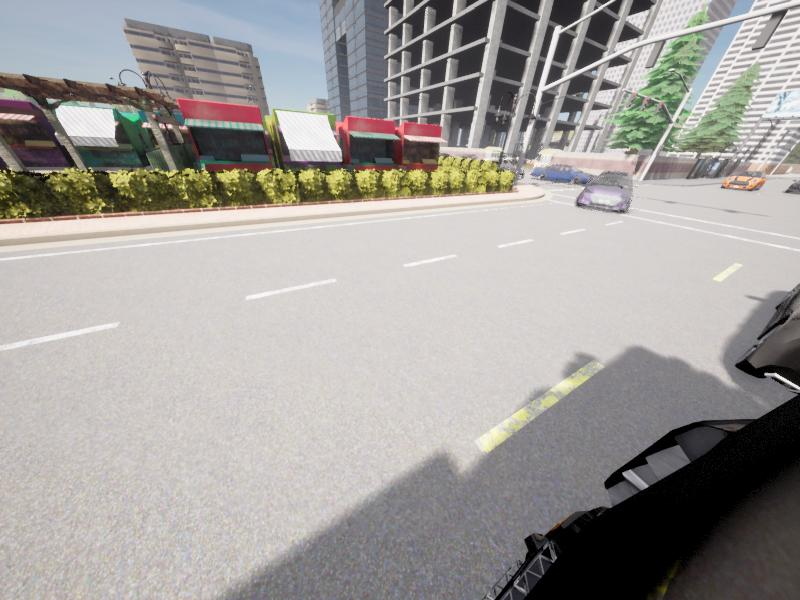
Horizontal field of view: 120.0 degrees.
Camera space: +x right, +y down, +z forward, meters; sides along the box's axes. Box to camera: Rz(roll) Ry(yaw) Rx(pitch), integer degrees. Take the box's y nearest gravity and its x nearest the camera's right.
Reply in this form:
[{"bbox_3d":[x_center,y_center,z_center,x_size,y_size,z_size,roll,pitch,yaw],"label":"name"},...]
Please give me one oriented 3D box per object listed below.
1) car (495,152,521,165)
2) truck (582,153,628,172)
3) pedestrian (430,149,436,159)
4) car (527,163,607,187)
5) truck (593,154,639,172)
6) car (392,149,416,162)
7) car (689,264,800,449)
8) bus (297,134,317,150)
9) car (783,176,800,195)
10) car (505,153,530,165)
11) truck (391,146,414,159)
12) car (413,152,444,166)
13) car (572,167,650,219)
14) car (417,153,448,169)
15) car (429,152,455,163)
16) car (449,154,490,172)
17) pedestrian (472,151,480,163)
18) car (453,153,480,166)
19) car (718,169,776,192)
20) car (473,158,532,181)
[{"bbox_3d":[21.126,-27.829,45.452,1.905,1.878,3.866,-15,38,-25],"label":"car"},{"bbox_3d":[37.047,-25.036,42.006,2.615,2.467,5.204,-15,38,-25],"label":"truck"},{"bbox_3d":[7.490,-33.374,52.702,0.751,1.860,0.751,-15,38,-25],"label":"pedestrian"},{"bbox_3d":[14.862,-11.444,20.980,2.033,1.411,5.357,-17,38,-27],"label":"car"},{"bbox_3d":[40.803,-26.069,43.854,2.615,2.467,5.204,-15,38,-25],"label":"truck"},{"bbox_3d":[0.645,-25.800,41.277,1.930,1.638,5.238,-16,38,-26],"label":"car"},{"bbox_3d":[6.040,0.331,2.550,4.902,1.511,2.128,-15,38,-25],"label":"car"},{"bbox_3d":[-34.108,-57.857,84.507,3.944,4.253,10.273,-16,38,-26],"label":"bus"},{"bbox_3d":[39.912,-11.161,22.499,4.892,1.490,1.837,-15,38,-25],"label":"car"},{"bbox_3d":[23.688,-28.534,46.712,1.905,1.878,3.866,-15,38,-25],"label":"car"},{"bbox_3d":[0.516,-33.957,53.141,2.390,2.098,6.274,-16,38,-26],"label":"truck"},{"bbox_3d":[4.318,-22.050,36.011,2.038,1.542,4.974,-16,38,-26],"label":"car"},{"bbox_3d":[10.742,-5.684,11.857,2.033,1.649,4.856,27,41,29],"label":"car"},{"bbox_3d":[4.158,-18.273,30.362,1.816,1.474,4.193,-16,38,-26],"label":"car"},{"bbox_3d":[7.669,-26.493,42.960,1.882,1.535,5.008,-16,38,-26],"label":"car"},{"bbox_3d":[8.741,-17.648,29.601,2.242,1.667,4.611,-16,38,-26],"label":"car"},{"bbox_3d":[14.186,-26.542,42.927,0.751,1.860,0.751,-14,37,-23],"label":"pedestrian"},{"bbox_3d":[10.934,-23.239,38.247,1.851,1.617,3.988,-16,38,-26],"label":"car"},{"bbox_3d":[35.165,-12.204,23.430,4.553,1.767,2.097,-15,38,-25],"label":"car"},{"bbox_3d":[9.709,-12.671,22.348,2.163,1.488,4.792,-16,38,-26],"label":"car"}]
